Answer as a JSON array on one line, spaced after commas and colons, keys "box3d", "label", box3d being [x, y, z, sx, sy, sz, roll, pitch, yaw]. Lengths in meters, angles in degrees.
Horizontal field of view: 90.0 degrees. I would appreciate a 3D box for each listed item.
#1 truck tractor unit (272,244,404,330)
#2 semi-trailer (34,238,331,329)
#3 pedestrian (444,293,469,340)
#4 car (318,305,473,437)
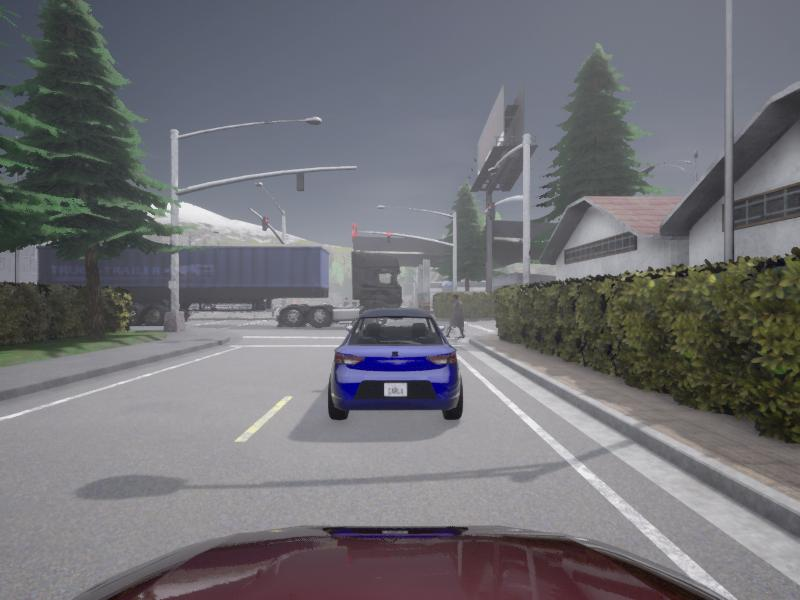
[{"box3d": [-3.126, -0.636, 21.491, 6.516, 4.208, 3.053, 1, 0, -1], "label": "truck tractor unit"}, {"box3d": [-11.048, -0.801, 21.346, 14.254, 4.402, 2.717, 0, 0, -1], "label": "semi-trailer"}, {"box3d": [2.286, 0.636, 16.201, 0.751, 1.860, 0.751, 0, 0, -21], "label": "pedestrian"}, {"box3d": [-0.077, 0.854, 6.770, 1.816, 1.474, 4.193, 0, 0, -1], "label": "car"}]
